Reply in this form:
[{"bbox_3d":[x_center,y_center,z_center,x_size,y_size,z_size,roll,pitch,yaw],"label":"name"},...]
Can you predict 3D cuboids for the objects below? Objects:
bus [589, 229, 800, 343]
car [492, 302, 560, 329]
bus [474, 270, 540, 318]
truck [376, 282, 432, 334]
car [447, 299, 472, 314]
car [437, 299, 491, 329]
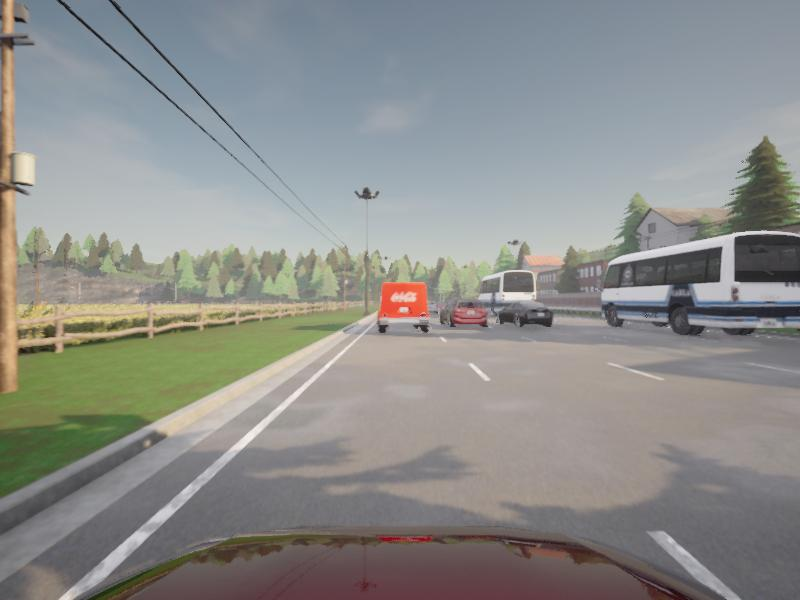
[{"bbox_3d":[13.881,-0.531,20.073,3.944,4.253,10.273,0,0,0],"label":"bus"},{"bbox_3d":[7.499,0.854,24.355,2.163,1.488,4.792,0,0,-7],"label":"car"},{"bbox_3d":[10.382,-0.529,40.400,3.944,4.253,10.273,0,0,0],"label":"bus"},{"bbox_3d":[0.134,0.360,21.561,2.627,2.467,5.204,0,0,-1],"label":"truck"},{"bbox_3d":[7.003,0.761,47.467,2.242,1.667,4.611,0,0,0],"label":"car"},{"bbox_3d":[3.825,0.760,24.727,2.242,1.667,4.611,0,0,-5],"label":"car"}]
